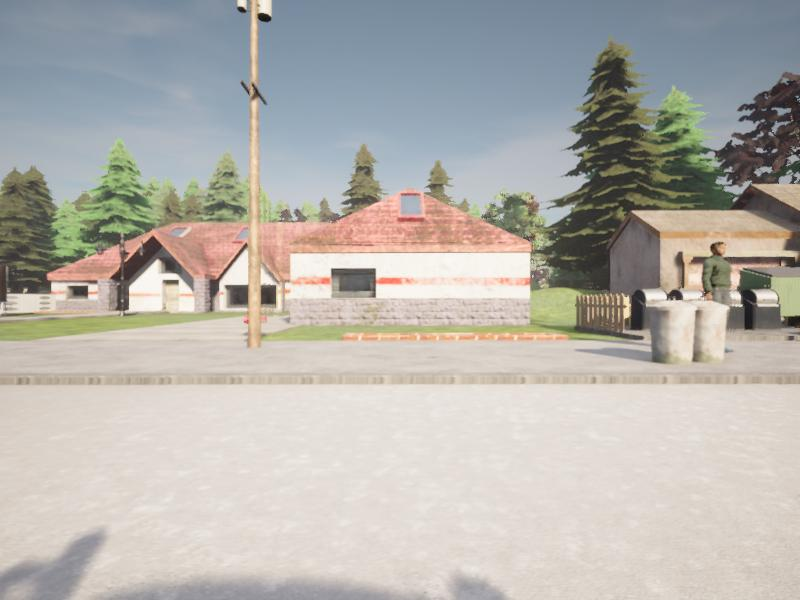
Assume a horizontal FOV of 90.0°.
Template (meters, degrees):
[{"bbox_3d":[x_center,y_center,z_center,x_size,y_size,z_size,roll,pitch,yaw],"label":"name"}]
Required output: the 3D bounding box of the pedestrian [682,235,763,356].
[{"bbox_3d":[5.301,-0.072,6.609,0.751,1.860,0.751,0,0,-14],"label":"pedestrian"}]
